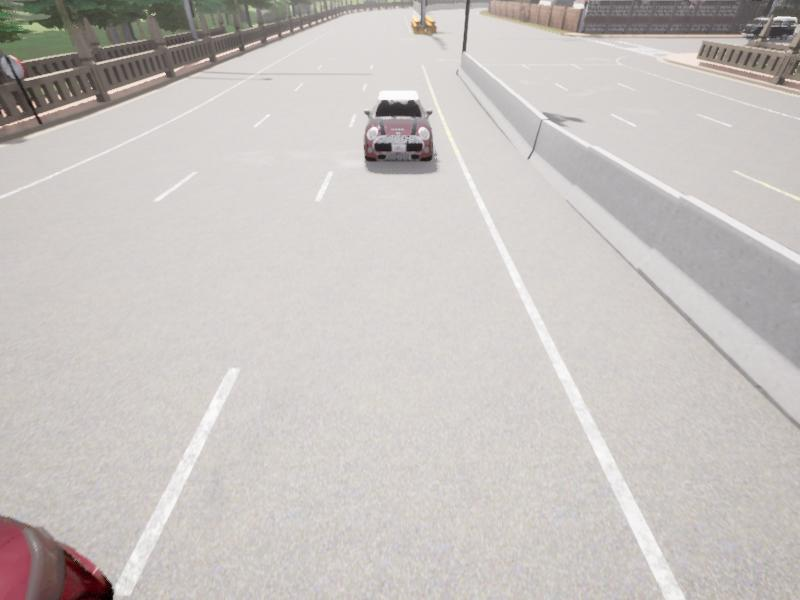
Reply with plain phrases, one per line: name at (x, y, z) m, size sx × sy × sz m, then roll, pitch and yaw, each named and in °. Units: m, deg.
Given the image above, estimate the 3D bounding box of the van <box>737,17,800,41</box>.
van at (38.811, -28.457, 41.993) m, size 4.480 × 2.038 × 2.069 m, roll 1°, pitch 37°, yaw 1°

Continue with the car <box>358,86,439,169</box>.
car at (-0.046, -5.183, 11.757) m, size 1.970 × 1.475 × 3.806 m, roll 0°, pitch 35°, yaw 0°

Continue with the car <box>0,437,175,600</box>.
car at (-2.742, 2.291, 0.578) m, size 1.994 × 1.385 × 4.181 m, roll 4°, pitch 32°, yaw 7°
